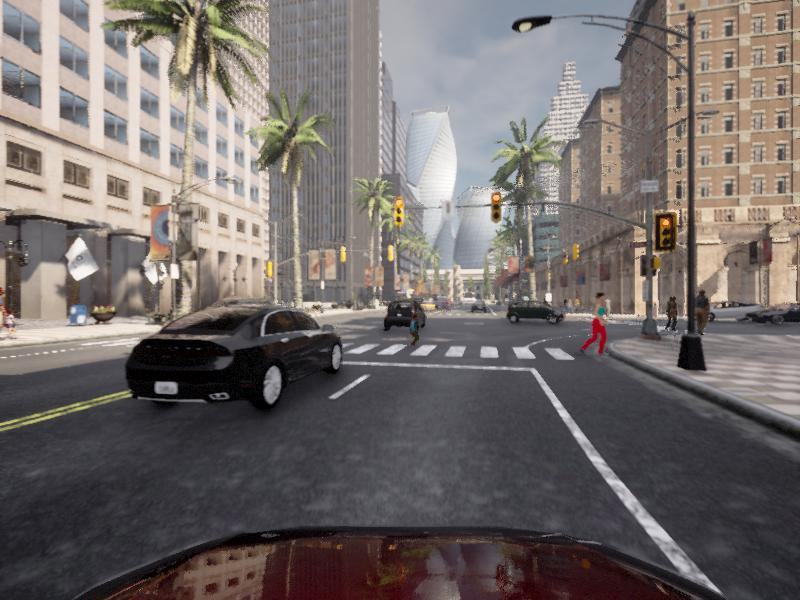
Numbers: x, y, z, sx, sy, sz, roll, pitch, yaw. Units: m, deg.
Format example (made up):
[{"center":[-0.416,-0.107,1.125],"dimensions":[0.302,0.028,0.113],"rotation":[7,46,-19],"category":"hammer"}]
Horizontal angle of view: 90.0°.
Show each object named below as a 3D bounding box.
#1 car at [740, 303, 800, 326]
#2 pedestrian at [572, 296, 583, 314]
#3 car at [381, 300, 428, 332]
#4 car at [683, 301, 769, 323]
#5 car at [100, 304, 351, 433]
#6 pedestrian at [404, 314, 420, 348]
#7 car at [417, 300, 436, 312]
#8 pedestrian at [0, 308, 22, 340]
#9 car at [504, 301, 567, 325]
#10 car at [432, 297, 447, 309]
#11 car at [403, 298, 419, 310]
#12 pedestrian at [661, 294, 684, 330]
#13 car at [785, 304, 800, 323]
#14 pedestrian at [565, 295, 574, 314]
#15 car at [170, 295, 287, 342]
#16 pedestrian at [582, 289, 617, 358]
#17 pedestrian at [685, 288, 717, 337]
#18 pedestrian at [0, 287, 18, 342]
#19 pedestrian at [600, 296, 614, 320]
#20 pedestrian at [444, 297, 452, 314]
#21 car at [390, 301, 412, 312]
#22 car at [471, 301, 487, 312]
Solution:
[{"center":[25.649,0.897,25.782],"dimensions":[5.357,1.411,2.033],"rotation":[0,0,12],"category":"car"},{"center":[18.553,0.484,41.885],"dimensions":[0.751,1.860,0.751],"rotation":[0,0,-34],"category":"pedestrian"},{"center":[0.355,0.786,21.954],"dimensions":[1.851,1.617,3.988],"rotation":[0,0,12],"category":"car"},{"center":[24.037,0.830,29.658],"dimensions":[4.514,1.525,2.007],"rotation":[0,0,12],"category":"car"},{"center":[-2.501,0.843,7.356],"dimensions":[1.837,1.490,4.892],"rotation":[0,0,10],"category":"car"},{"center":[0.400,1.016,13.207],"dimensions":[0.500,1.100,0.500],"rotation":[0,0,5],"category":"pedestrian"},{"center":[3.692,0.795,54.931],"dimensions":[1.801,1.575,5.366],"rotation":[0,0,12],"category":"car"},{"center":[-13.947,0.860,14.304],"dimensions":[0.500,1.100,0.500],"rotation":[0,0,28],"category":"pedestrian"},{"center":[9.120,0.814,26.979],"dimensions":[3.705,1.549,1.789],"rotation":[0,0,30],"category":"car"},{"center":[7.115,0.565,71.245],"dimensions":[2.150,2.045,5.566],"rotation":[0,0,12],"category":"car"},{"center":[1.746,0.637,62.707],"dimensions":[1.905,1.878,3.866],"rotation":[0,0,12],"category":"car"},{"center":[14.320,0.638,21.035],"dimensions":[0.751,1.860,0.751],"rotation":[0,0,7],"category":"pedestrian"},{"center":[30.686,0.947,28.313],"dimensions":[4.718,1.301,1.895],"rotation":[0,0,12],"category":"car"},{"center":[16.954,0.484,39.997],"dimensions":[0.751,1.860,0.751],"rotation":[0,0,29],"category":"pedestrian"},{"center":[-7.234,0.691,17.460],"dimensions":[2.097,1.767,4.553],"rotation":[0,0,22],"category":"car"},{"center":[5.600,0.637,11.271],"dimensions":[0.751,1.860,0.751],"rotation":[0,0,17],"category":"pedestrian"},{"center":[11.900,0.486,15.811],"dimensions":[0.751,1.860,0.751],"rotation":[0,0,-27],"category":"pedestrian"},{"center":[-13.730,0.481,13.609],"dimensions":[0.751,1.860,0.751],"rotation":[0,0,11],"category":"pedestrian"},{"center":[16.410,0.637,31.718],"dimensions":[0.751,1.860,0.751],"rotation":[0,0,10],"category":"pedestrian"},{"center":[5.278,0.633,43.725],"dimensions":[0.751,1.860,0.751],"rotation":[0,0,13],"category":"pedestrian"},{"center":[0.218,0.830,55.419],"dimensions":[2.128,1.511,4.902],"rotation":[0,0,12],"category":"car"},{"center":[10.723,0.904,54.329],"dimensions":[1.994,1.385,4.181],"rotation":[0,0,12],"category":"car"}]
